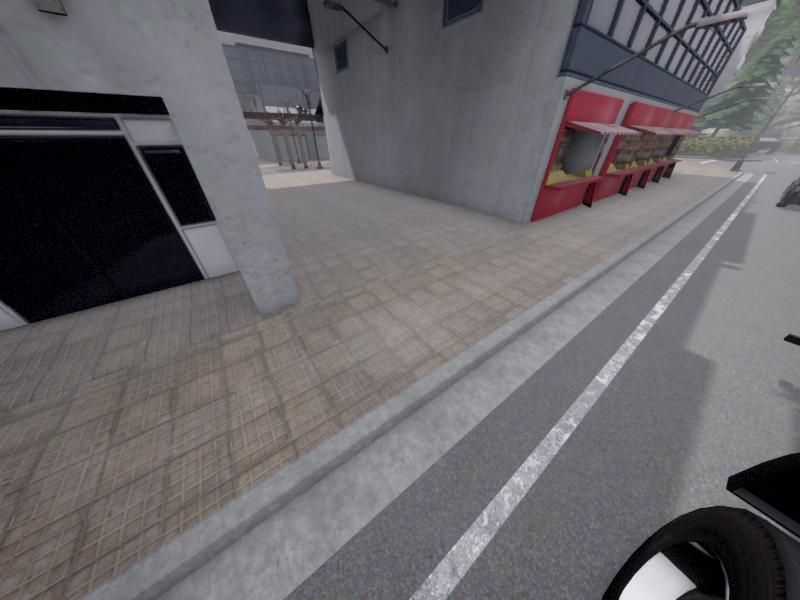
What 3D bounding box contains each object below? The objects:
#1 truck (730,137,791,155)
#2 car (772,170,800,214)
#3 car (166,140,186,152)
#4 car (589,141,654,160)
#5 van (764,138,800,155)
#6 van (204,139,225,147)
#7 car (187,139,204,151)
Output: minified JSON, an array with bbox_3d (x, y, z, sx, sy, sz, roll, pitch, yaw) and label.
[{"bbox_3d":[54.410,-23.534,35.120,2.390,2.098,6.274,18,39,24],"label":"truck"},{"bbox_3d":[15.995,-4.097,8.433,4.181,1.385,1.994,-23,41,-28],"label":"car"},{"bbox_3d":[-42.364,-29.240,43.749,1.932,1.855,4.605,-23,41,-29],"label":"car"},{"bbox_3d":[24.813,-16.968,26.075,2.242,1.667,4.611,-24,41,-30],"label":"car"},{"bbox_3d":[57.854,-22.937,34.350,1.775,1.987,4.442,16,38,22],"label":"van"},{"bbox_3d":[-58.995,-49.961,73.513,4.480,2.038,2.069,-23,41,-29],"label":"van"},{"bbox_3d":[-40.280,-30.453,45.421,1.905,1.878,3.866,-23,41,-29],"label":"car"}]
